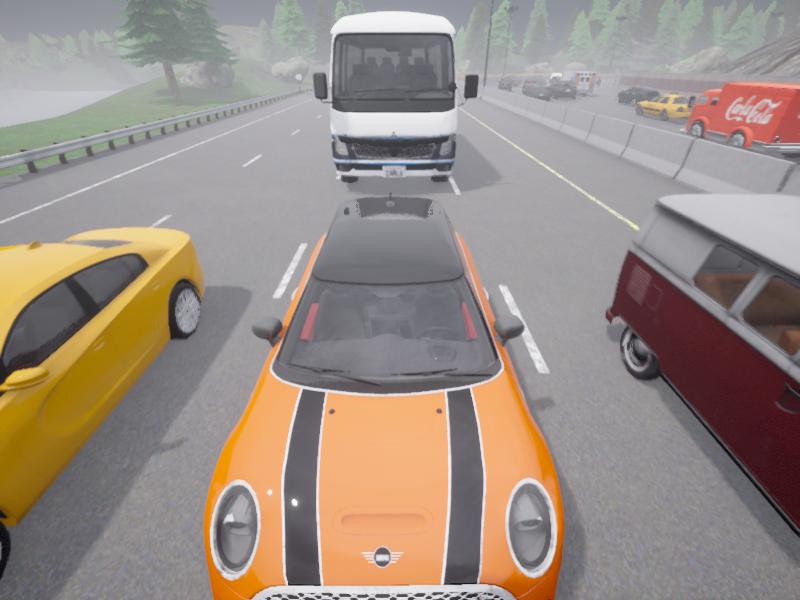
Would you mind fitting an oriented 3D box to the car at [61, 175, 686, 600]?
[{"bbox_3d":[-0.100,0.267,3.754,2.097,1.767,4.553,0,30,0],"label":"car"}]

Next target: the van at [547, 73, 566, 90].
[{"bbox_3d":[23.503,-32.830,60.036,2.069,2.038,4.480,12,32,19],"label":"van"}]

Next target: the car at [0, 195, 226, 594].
[{"bbox_3d":[-3.598,0.508,3.594,1.882,1.535,5.008,0,30,0],"label":"car"}]

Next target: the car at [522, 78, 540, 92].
[{"bbox_3d":[18.299,-30.125,55.985,2.007,1.525,4.514,8,31,13],"label":"car"}]

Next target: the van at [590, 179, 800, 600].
[{"bbox_3d":[3.408,0.685,2.858,1.775,1.987,4.442,0,30,0],"label":"van"}]

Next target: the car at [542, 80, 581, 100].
[{"bbox_3d":[17.067,-22.361,42.519,2.242,1.667,4.611,0,30,0],"label":"car"}]

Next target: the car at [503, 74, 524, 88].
[{"bbox_3d":[18.576,-35.829,65.395,2.097,1.767,4.553,15,34,24],"label":"car"}]

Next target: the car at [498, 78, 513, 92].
[{"bbox_3d":[14.455,-29.516,54.833,1.789,1.549,3.705,6,31,10],"label":"car"}]

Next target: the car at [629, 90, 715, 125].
[{"bbox_3d":[17.211,-12.453,25.696,1.801,1.575,5.366,0,30,0],"label":"car"}]

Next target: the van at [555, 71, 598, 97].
[{"bbox_3d":[20.638,-25.534,47.191,2.351,2.431,6.366,1,30,1],"label":"van"}]

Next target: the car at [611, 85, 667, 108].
[{"bbox_3d":[20.633,-17.722,34.779,1.837,1.490,4.892,0,30,0],"label":"car"}]

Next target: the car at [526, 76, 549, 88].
[{"bbox_3d":[22.626,-35.814,65.622,2.242,1.667,4.611,17,34,26],"label":"car"}]

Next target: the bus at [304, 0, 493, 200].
[{"bbox_3d":[-0.071,-7.071,13.848,3.944,4.253,10.273,0,31,0],"label":"bus"}]

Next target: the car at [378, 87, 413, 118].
[{"bbox_3d":[-0.305,-13.966,28.172,2.242,1.667,4.611,0,30,0],"label":"car"}]

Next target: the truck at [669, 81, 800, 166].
[{"bbox_3d":[13.795,-7.095,15.676,2.627,2.467,5.204,0,31,0],"label":"truck"}]

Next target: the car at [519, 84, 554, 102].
[{"bbox_3d":[13.586,-20.801,40.153,1.994,1.385,4.181,0,30,0],"label":"car"}]
